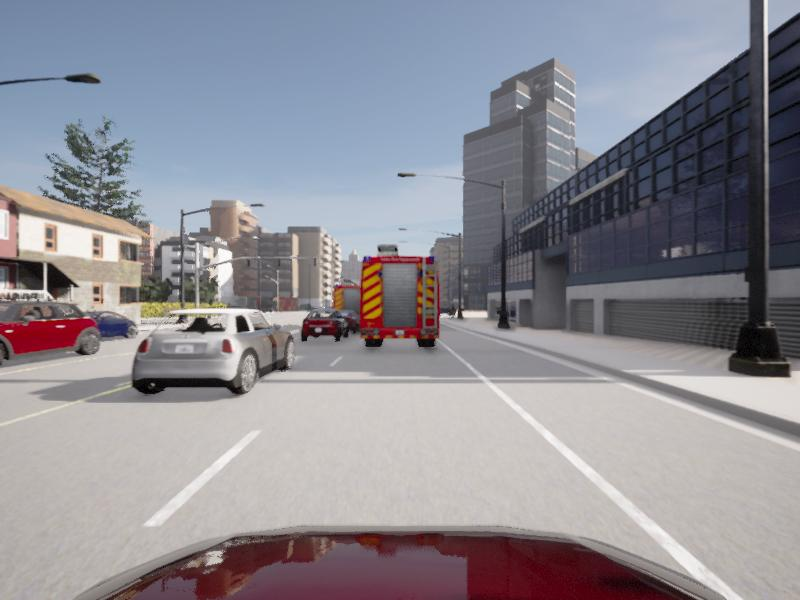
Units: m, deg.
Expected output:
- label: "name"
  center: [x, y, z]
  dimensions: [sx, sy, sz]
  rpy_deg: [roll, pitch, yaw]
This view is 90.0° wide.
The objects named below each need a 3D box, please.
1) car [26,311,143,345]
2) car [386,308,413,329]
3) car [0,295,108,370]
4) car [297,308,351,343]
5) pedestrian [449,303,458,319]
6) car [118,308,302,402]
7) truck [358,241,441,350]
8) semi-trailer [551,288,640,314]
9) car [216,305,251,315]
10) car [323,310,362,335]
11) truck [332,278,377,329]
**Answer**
- label: "car"
  center: [-14.008, 1.181, 18.142]
  dimensions: [1.994, 1.385, 4.181]
  rpy_deg: [0, -2, 0]
- label: "car"
  center: [-0.019, 1.482, 33.197]
  dimensions: [2.038, 1.542, 4.974]
  rpy_deg: [0, 0, 0]
- label: "car"
  center: [-10.505, 0.795, 10.677]
  dimensions: [2.097, 1.767, 4.553]
  rpy_deg: [0, -1, 0]
- label: "car"
  center: [-3.511, 1.160, 19.272]
  dimensions: [1.816, 1.474, 4.193]
  rpy_deg: [0, -2, 0]
- label: "pedestrian"
  center: [6.194, 1.307, 46.638]
  dimensions: [0.751, 1.860, 0.751]
  rpy_deg: [0, 0, -19]
- label: "car"
  center: [-3.508, 0.915, 8.305]
  dimensions: [1.970, 1.475, 3.806]
  rpy_deg: [0, -1, 0]
- label: "truck"
  center: [-0.005, -0.045, 18.168]
  dimensions: [2.891, 3.827, 8.468]
  rpy_deg: [0, -2, 0]
- label: "semi-trailer"
  center: [34.056, 0.223, 70.098]
  dimensions: [14.254, 4.402, 2.717]
  rpy_deg: [0, 0, 0]
- label: "car"
  center: [-27.829, 1.621, 67.033]
  dimensions: [5.027, 1.651, 2.152]
  rpy_deg: [0, 0, 1]
- label: "car"
  center: [-3.547, 1.352, 25.492]
  dimensions: [1.812, 1.442, 4.674]
  rpy_deg: [0, -2, 0]
- label: "truck"
  center: [-3.620, 0.348, 34.215]
  dimensions: [2.891, 3.827, 8.468]
  rpy_deg: [0, -1, 0]
